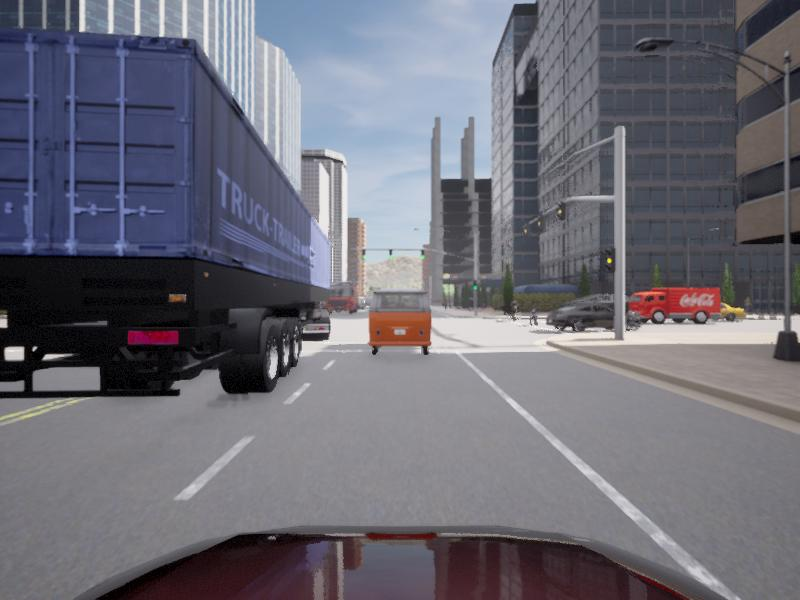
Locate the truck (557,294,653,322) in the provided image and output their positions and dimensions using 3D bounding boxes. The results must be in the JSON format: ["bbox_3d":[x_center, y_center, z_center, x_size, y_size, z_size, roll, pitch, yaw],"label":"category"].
[{"bbox_3d":[15.830,0.594,31.216,6.274,2.098,2.390,0,0,1],"label":"truck"}]

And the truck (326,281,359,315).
[{"bbox_3d":[-7.004,-0.239,49.832,2.891,3.827,8.468,0,0,0],"label":"truck"}]

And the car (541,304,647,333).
[{"bbox_3d":[9.886,0.904,20.530,4.674,1.442,1.812,0,0,-7],"label":"car"}]

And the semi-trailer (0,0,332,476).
[{"bbox_3d":[-3.804,-0.603,10.716,2.717,4.402,14.254,0,0,-5],"label":"semi-trailer"}]

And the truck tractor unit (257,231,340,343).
[{"bbox_3d":[-4.959,-0.490,18.495,3.053,4.208,6.516,0,0,-20],"label":"truck tractor unit"}]

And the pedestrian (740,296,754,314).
[{"bbox_3d":[35.338,0.524,40.736,0.751,1.860,0.751,0,0,2],"label":"pedestrian"}]

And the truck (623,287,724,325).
[{"bbox_3d":[18.734,0.402,27.673,5.204,2.467,2.627,0,0,1],"label":"truck"}]

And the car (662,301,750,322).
[{"bbox_3d":[23.663,0.853,31.080,5.366,1.575,1.801,0,0,1],"label":"car"}]

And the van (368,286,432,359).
[{"bbox_3d":[-0.001,0.621,13.188,1.775,1.987,4.442,0,0,0],"label":"van"}]

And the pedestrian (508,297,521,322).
[{"bbox_3d":[8.684,0.687,30.419,0.751,1.860,0.751,0,0,-5],"label":"pedestrian"}]

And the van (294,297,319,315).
[{"bbox_3d":[-10.497,0.672,45.249,1.775,1.987,4.442,0,0,0],"label":"van"}]

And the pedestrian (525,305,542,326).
[{"bbox_3d":[8.386,0.959,25.081,0.751,1.300,0.751,0,0,-8],"label":"pedestrian"}]

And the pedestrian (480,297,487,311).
[{"bbox_3d":[11.864,0.576,56.936,0.751,1.860,0.751,0,0,-16],"label":"pedestrian"}]
